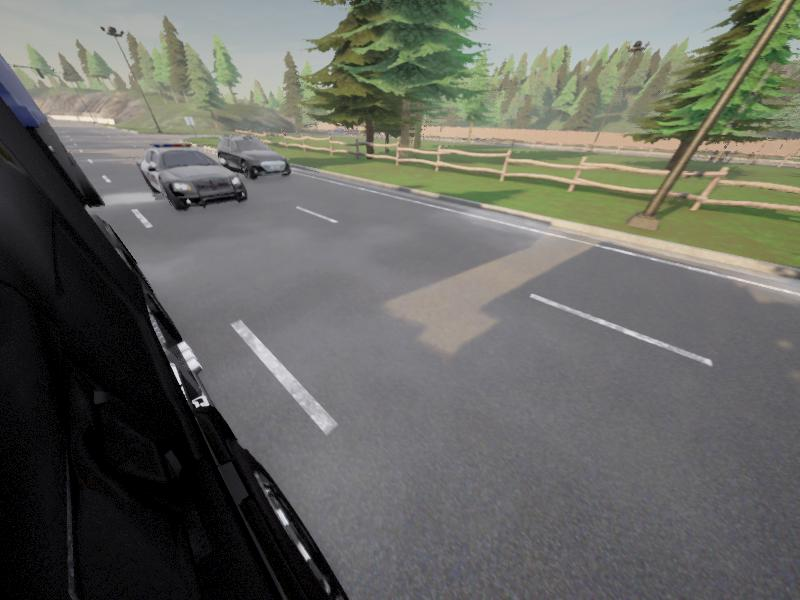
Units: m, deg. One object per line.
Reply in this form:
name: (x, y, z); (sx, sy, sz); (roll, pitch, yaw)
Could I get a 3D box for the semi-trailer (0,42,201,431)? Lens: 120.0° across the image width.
semi-trailer: (-8.704, -3.576, 4.257); (14.254, 4.402, 2.717); (28, 43, 30)

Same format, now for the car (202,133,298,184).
car: (-7.576, -7.287, 11.666); (4.856, 1.649, 2.033); (28, 44, 30)

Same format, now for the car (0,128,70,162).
car: (-21.847, -9.280, 13.740); (4.181, 1.385, 1.994); (28, 43, 30)

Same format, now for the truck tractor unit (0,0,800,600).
truck tractor unit: (-2.645, -0.295, 0.351); (6.516, 4.208, 3.053); (28, 44, 30)

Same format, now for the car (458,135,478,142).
car: (18.395, -43.593, 62.308); (4.718, 1.301, 1.895); (28, 43, 30)

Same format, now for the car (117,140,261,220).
car: (-7.058, -4.246, 7.685); (4.974, 1.542, 2.038); (28, 44, 30)
